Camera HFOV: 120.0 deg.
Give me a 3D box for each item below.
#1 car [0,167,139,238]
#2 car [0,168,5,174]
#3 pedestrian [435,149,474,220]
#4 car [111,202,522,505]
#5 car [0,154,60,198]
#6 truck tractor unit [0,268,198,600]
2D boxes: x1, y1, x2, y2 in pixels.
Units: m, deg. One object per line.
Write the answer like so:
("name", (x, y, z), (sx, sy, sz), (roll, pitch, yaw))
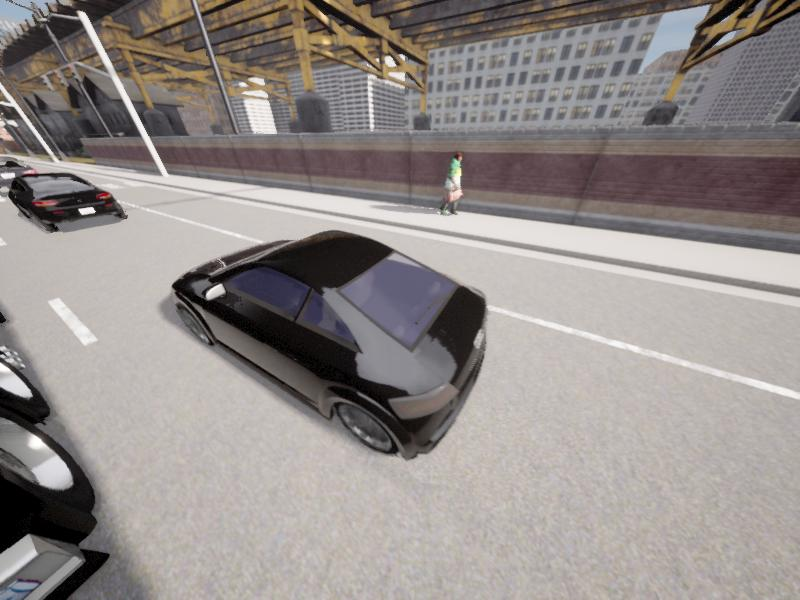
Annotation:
("car", (-11.452, -3.479, 7.830), (4.674, 1.442, 1.812), (18, 39, 24))
("car", (-37.193, -11.818, 19.979), (4.902, 1.511, 2.128), (18, 39, 24))
("pedestrian", (1.670, -3.587, 7.198), (0.751, 1.860, 0.751), (18, 39, 24))
("car", (-1.045, -0.088, 2.934), (4.181, 1.385, 1.994), (18, 39, 24))
("car", (-21.411, -6.787, 12.472), (4.611, 1.667, 2.242), (18, 39, 24))
("truck tractor unit", (-5.116, -0.295, 0.769), (6.516, 4.208, 3.053), (18, 39, 24))
